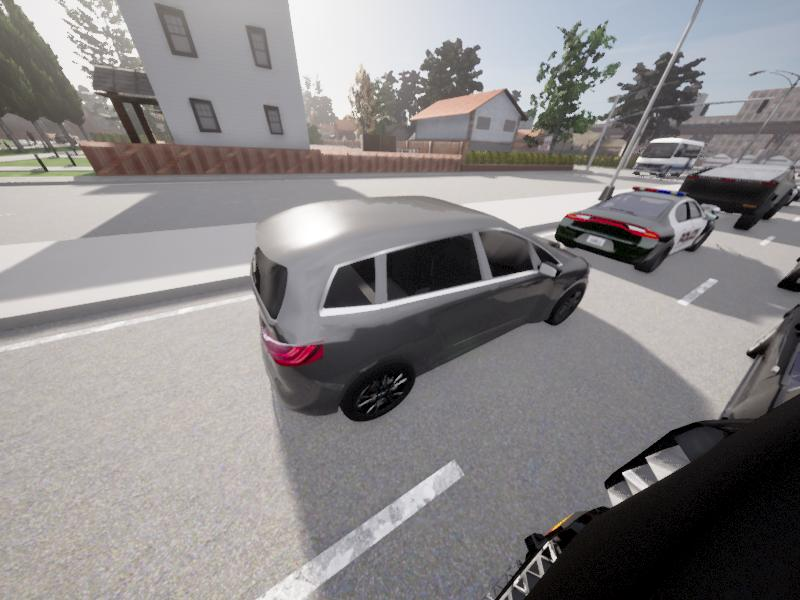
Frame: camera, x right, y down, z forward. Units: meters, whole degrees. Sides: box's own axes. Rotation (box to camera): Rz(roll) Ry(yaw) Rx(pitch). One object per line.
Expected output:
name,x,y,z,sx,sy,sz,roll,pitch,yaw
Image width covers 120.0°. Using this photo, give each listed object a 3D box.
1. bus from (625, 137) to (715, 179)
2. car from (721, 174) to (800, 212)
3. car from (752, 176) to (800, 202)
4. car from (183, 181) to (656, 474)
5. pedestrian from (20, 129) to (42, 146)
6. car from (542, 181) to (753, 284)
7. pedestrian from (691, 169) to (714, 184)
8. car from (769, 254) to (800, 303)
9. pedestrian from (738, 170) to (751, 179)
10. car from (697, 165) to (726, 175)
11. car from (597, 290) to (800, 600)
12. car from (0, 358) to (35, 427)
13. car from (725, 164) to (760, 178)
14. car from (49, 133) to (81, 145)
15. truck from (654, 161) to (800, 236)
bus,35.774,-18.769,30.667,10.273,4.253,3.944,-16,38,-26
car,21.743,-6.409,13.623,4.974,1.542,2.038,-16,38,-26
car,28.655,-8.273,17.109,4.718,1.301,1.895,-16,38,-25
car,0.589,-0.467,3.128,4.611,1.667,2.242,-16,38,-26
pedestrian,-50.547,-22.293,31.692,0.751,1.860,0.751,19,37,23
car,6.499,-2.086,6.090,4.974,1.542,2.038,-16,38,-25
pedestrian,32.729,-13.392,25.014,0.751,1.300,0.751,-2,34,-7
car,9.827,-0.904,4.311,4.553,1.767,2.097,-16,38,-25
pedestrian,50.205,-18.250,33.687,0.500,1.100,0.500,-13,37,-21
car,56.076,-23.431,41.637,4.181,1.385,1.994,-16,38,-25
car,3.824,1.004,1.486,4.718,1.301,1.895,-16,38,-25
car,-5.560,1.313,0.115,5.366,1.575,1.801,-16,38,-25
car,57.912,-21.879,39.082,4.553,1.767,2.097,-16,38,-25
car,-63.416,-30.515,43.723,4.856,1.649,2.033,18,37,22
truck,14.113,-4.478,9.691,6.274,2.098,2.390,-16,38,-25
